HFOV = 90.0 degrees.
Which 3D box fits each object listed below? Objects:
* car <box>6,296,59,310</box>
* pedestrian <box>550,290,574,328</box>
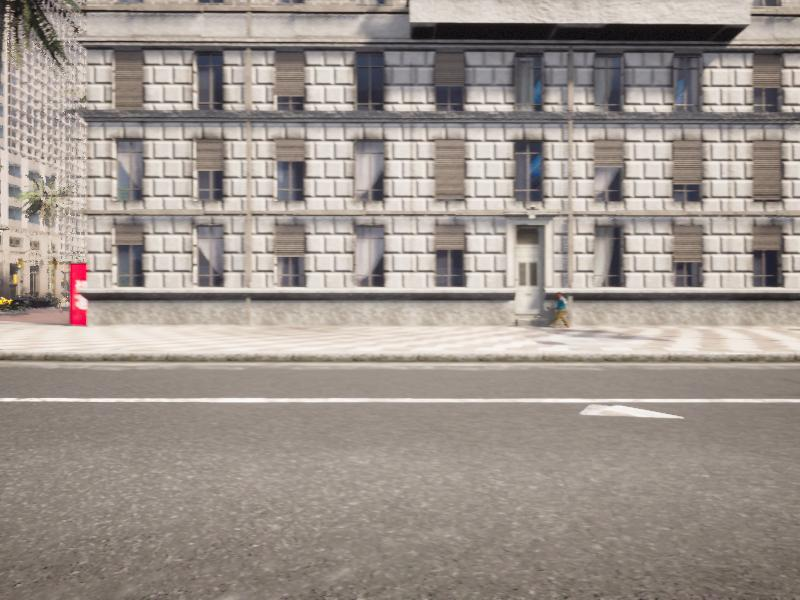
[{"bbox_3d":[-40.148,0.306,43.891,1.994,1.385,4.181,0,0,0],"label":"car"},{"bbox_3d":[4.755,0.265,11.783,0.500,1.100,0.500,0,0,-2],"label":"pedestrian"}]
